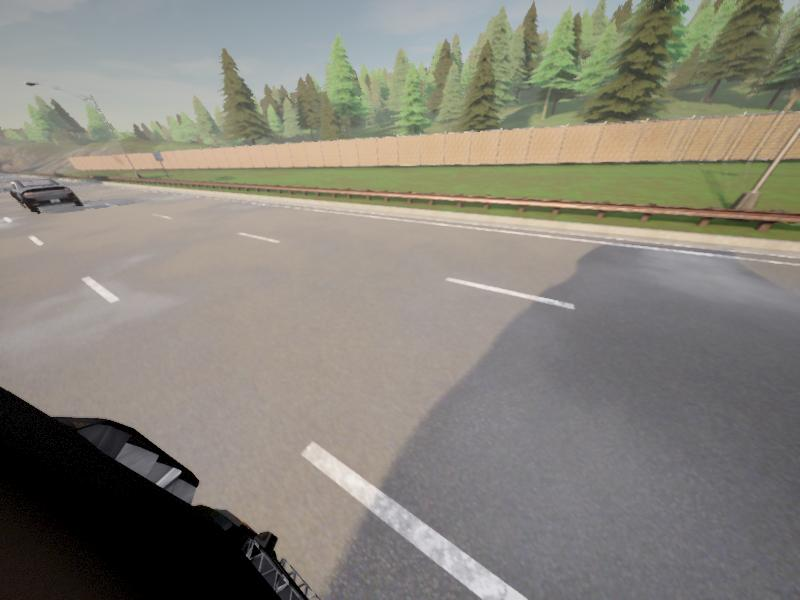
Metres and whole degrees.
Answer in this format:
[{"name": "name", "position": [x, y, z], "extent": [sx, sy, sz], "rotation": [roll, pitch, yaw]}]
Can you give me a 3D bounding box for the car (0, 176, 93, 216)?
[{"name": "car", "position": [-20.225, -6.010, 13.070], "extent": [4.902, 1.511, 2.128], "rotation": [16, 38, 26]}]
